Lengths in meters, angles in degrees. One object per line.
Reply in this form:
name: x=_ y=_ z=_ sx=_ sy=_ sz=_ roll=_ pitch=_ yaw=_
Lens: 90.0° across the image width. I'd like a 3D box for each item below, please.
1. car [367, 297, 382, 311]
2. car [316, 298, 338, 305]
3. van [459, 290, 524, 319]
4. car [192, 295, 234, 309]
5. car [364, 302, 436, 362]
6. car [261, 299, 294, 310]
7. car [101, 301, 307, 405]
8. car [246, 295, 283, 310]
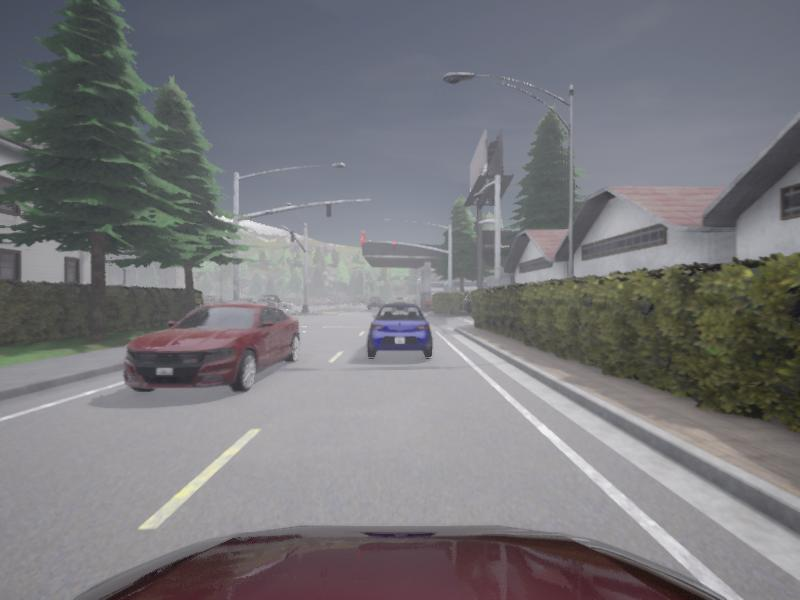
car: x=-3.501 y=0.479 z=55.403 sx=1.905 sy=1.878 sz=3.866 roll=0 pitch=0 yaw=0
car: x=-16.511 y=0.410 z=90.386 sx=4.514 sy=1.523 sz=2.007 roll=0 pitch=0 yaw=-1
van: x=6.932 y=0.313 z=30.632 sx=4.480 sy=2.038 sz=2.069 roll=-1 pitch=0 yaw=0
car: x=-24.663 y=0.281 z=52.904 sx=4.605 sy=1.855 sz=1.932 roll=0 pitch=0 yaw=-1
car: x=-0.002 y=0.818 z=12.079 sx=1.816 sy=1.474 sz=4.193 roll=0 pitch=0 yaw=0
car: x=-16.184 y=0.544 z=52.994 sx=3.806 sy=1.475 sz=1.970 roll=0 pitch=0 yaw=-1
car: x=-3.500 y=0.797 z=8.450 sx=1.882 sy=1.535 sz=5.008 roll=0 pitch=0 yaw=0
car: x=-16.776 y=0.270 z=49.665 sx=3.866 sy=1.878 sz=1.905 roll=0 pitch=0 yaw=-1
